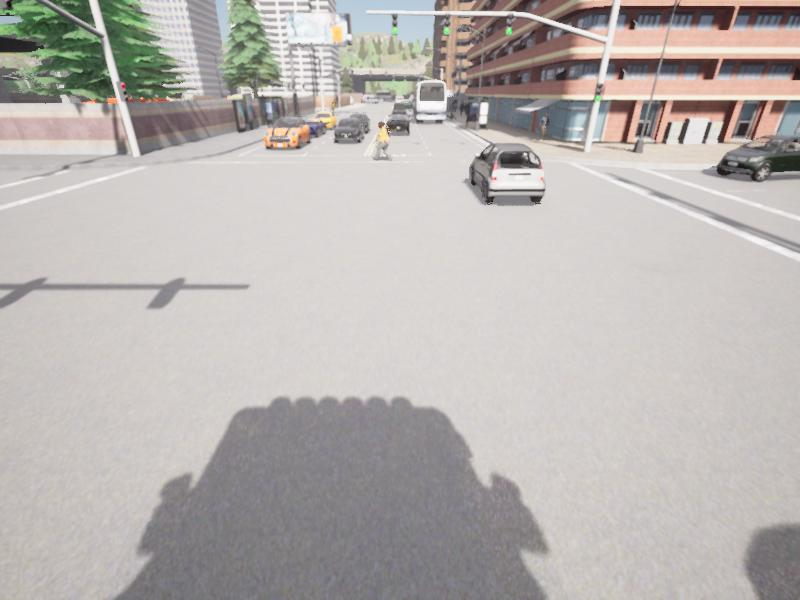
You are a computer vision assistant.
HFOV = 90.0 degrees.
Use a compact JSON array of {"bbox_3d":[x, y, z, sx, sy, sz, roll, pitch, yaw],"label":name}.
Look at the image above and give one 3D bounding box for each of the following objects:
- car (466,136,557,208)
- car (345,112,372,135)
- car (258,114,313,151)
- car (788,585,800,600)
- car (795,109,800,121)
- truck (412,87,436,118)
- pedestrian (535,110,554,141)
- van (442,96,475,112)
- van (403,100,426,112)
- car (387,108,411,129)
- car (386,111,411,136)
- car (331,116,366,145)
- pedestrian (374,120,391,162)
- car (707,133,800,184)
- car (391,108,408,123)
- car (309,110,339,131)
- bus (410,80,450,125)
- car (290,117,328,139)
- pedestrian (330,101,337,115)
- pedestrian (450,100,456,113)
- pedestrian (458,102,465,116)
[{"bbox_3d":[3.448,-4.373,13.258,1.851,1.617,3.988,0,27,0],"label":"car"},{"bbox_3d":[-3.576,-15.444,34.886,1.837,1.490,4.892,0,27,0],"label":"car"},{"bbox_3d":[-7.064,-10.674,25.301,2.097,1.767,4.553,0,27,0],"label":"car"},{"bbox_3d":[3.465,2.404,0.447,1.994,1.385,4.181,0,27,0],"label":"car"},{"bbox_3d":[50.422,-21.984,47.593,1.837,1.490,4.892,0,27,0],"label":"car"},{"bbox_3d":[3.402,-28.920,58.490,2.891,3.827,8.468,0,27,0],"label":"truck"},{"bbox_3d":[9.706,-11.740,26.962,0.751,1.860,0.751,1,27,3],"label":"pedestrian"},{"bbox_3d":[11.129,-37.414,76.331,5.915,2.561,1.988,0,27,0],"label":"van"},{"bbox_3d":[2.714,-37.178,76.498,4.442,1.987,1.775,0,27,0],"label":"van"},{"bbox_3d":[-0.082,-18.162,39.976,2.242,1.667,4.611,0,27,0],"label":"car"},{"bbox_3d":[-0.099,-15.004,33.885,1.930,1.638,5.238,0,27,0],"label":"car"},{"bbox_3d":[-3.565,-12.139,28.479,1.837,1.490,4.892,0,27,0],"label":"car"},{"bbox_3d":[-0.855,-7.734,19.464,0.751,1.860,0.751,1,27,1],"label":"pedestrian"},{"bbox_3d":[14.605,-5.595,15.662,3.705,1.549,1.789,-6,28,-11],"label":"car"},{"bbox_3d":[-0.090,-22.772,49.211,2.033,1.411,5.357,0,27,0],"label":"car"},{"bbox_3d":[-7.078,-16.947,37.743,1.882,1.535,5.008,0,27,0],"label":"car"},{"bbox_3d":[3.290,-23.416,47.352,3.944,4.253,10.273,0,27,0],"label":"bus"},{"bbox_3d":[-7.072,-13.662,31.639,1.895,1.301,4.718,0,27,0],"label":"car"},{"bbox_3d":[-10.013,-28.834,60.039,0.751,1.860,0.751,1,27,1],"label":"pedestrian"},{"bbox_3d":[8.698,-31.845,65.931,0.751,1.860,0.751,1,27,1],"label":"pedestrian"},{"bbox_3d":[8.778,-27.238,57.001,0.751,1.860,0.751,3,27,5],"label":"pedestrian"}]
